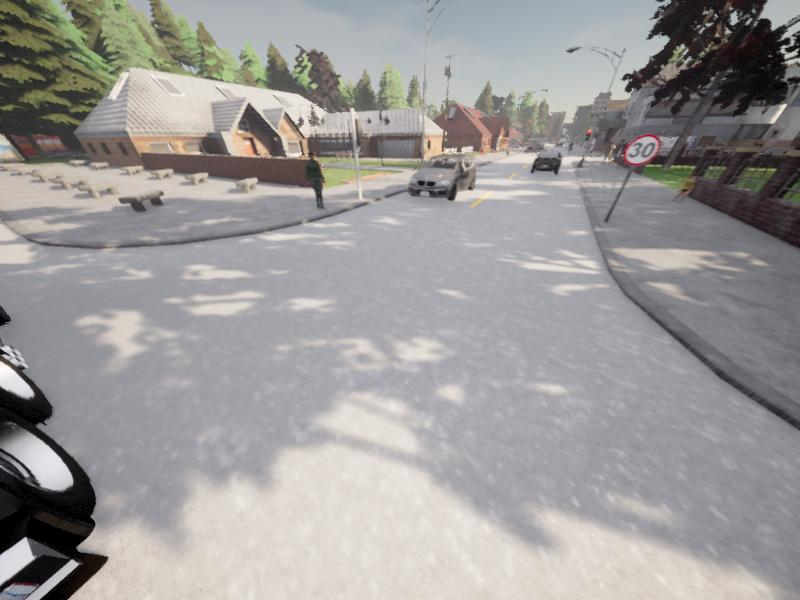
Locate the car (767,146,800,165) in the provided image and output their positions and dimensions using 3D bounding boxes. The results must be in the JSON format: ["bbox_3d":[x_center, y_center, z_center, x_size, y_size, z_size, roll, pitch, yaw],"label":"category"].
[{"bbox_3d":[40.193,-14.255,22.772,3.633,1.501,1.845,17,38,23],"label":"car"}]

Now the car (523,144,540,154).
[{"bbox_3d":[24.644,-28.278,43.223,1.994,1.385,4.181,18,39,24],"label":"car"}]

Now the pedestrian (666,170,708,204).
[{"bbox_3d":[11.232,-4.432,9.085,0.500,1.100,0.500,18,39,24],"label":"pedestrian"}]

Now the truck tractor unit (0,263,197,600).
[{"bbox_3d":[-5.113,-0.297,0.786,6.516,4.208,3.053,18,39,24],"label":"truck tractor unit"}]

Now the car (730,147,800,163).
[{"bbox_3d":[41.619,-16.353,25.980,4.718,1.301,1.895,19,39,25],"label":"car"}]

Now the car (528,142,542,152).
[{"bbox_3d":[28.126,-31.877,48.154,1.851,1.617,3.988,18,39,25],"label":"car"}]

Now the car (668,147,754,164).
[{"bbox_3d":[34.349,-16.265,25.837,5.357,1.411,2.033,19,39,26],"label":"car"}]

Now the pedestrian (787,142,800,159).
[{"bbox_3d":[47.373,-17.843,27.347,0.751,1.860,0.751,-29,44,-34],"label":"pedestrian"}]

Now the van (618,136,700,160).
[{"bbox_3d":[32.975,-19.689,29.868,6.366,2.431,2.351,18,39,24],"label":"van"}]

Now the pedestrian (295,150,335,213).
[{"bbox_3d":[-2.990,-4.210,8.221,0.751,1.860,0.751,-25,42,-31],"label":"pedestrian"}]

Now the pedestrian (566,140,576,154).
[{"bbox_3d":[29.314,-26.288,39.686,0.751,1.860,0.751,25,42,31],"label":"pedestrian"}]

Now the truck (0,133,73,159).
[{"bbox_3d":[-69.844,-28.987,43.386,2.891,3.827,8.468,18,39,24],"label":"truck"}]

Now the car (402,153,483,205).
[{"bbox_3d":[2.217,-6.163,11.385,2.242,1.667,4.611,18,39,25],"label":"car"}]

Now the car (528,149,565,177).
[{"bbox_3d":[11.786,-11.087,18.486,1.882,1.535,5.008,18,39,25],"label":"car"}]
